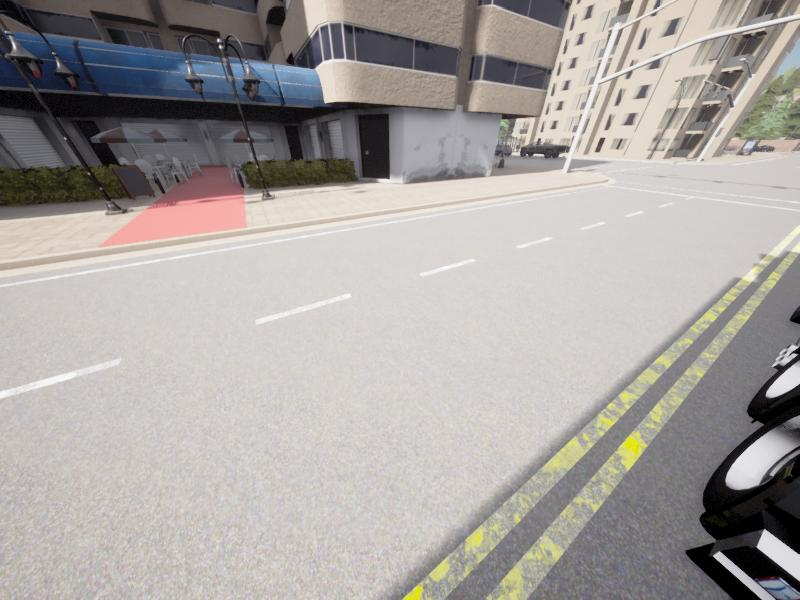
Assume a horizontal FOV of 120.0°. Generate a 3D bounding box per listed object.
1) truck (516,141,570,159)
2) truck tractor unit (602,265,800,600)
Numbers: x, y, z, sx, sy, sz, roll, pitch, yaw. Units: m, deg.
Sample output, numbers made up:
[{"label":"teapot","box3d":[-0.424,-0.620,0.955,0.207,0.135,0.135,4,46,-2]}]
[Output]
[{"label":"truck","box3d":[21.506,-22.887,35.177,2.390,2.098,6.274,-18,39,-25]},{"label":"truck tractor unit","box3d":[5.110,-0.301,0.780,6.516,4.208,3.053,-18,39,-24]}]
